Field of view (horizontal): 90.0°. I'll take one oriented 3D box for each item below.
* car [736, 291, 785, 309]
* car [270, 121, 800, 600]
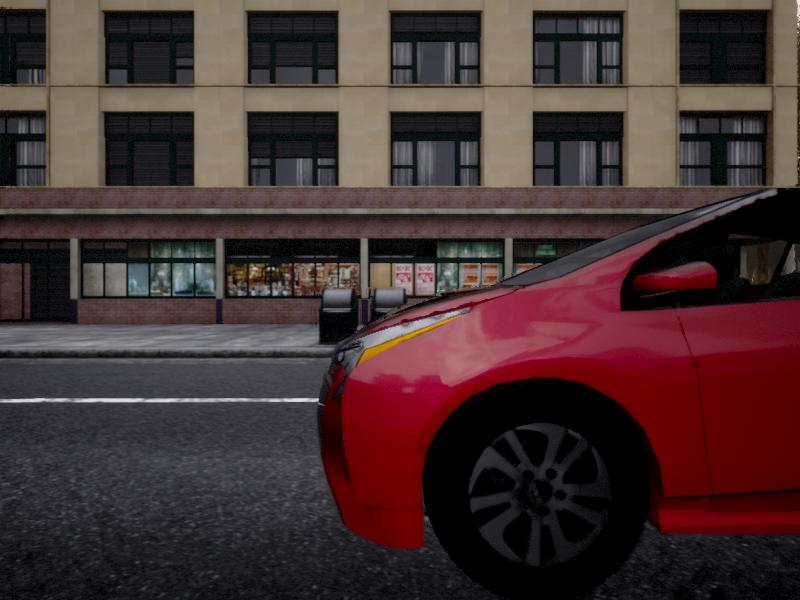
[{"bbox_3d":[38.888,0.007,43.227,3.866,1.878,1.905,0,0,-9],"label":"car"},{"bbox_3d":[1.867,0.227,2.201,4.514,1.525,2.007,0,0,0],"label":"car"}]
